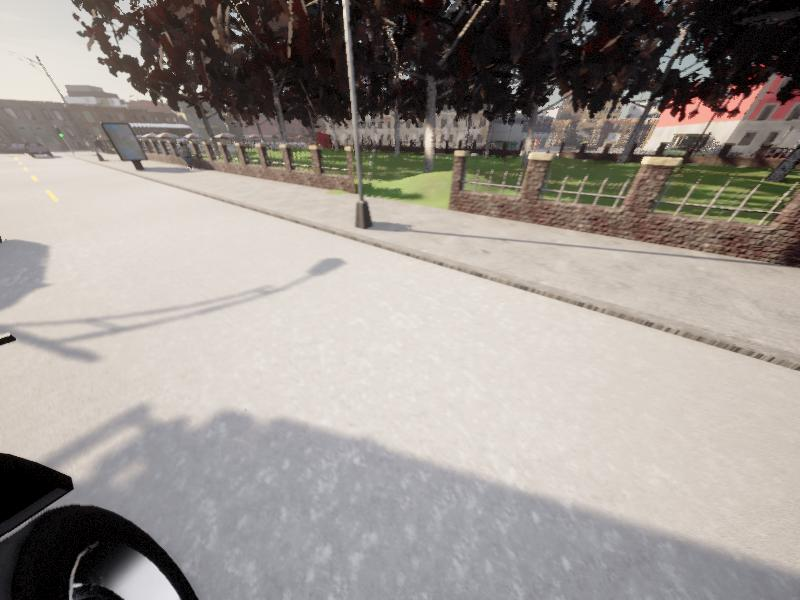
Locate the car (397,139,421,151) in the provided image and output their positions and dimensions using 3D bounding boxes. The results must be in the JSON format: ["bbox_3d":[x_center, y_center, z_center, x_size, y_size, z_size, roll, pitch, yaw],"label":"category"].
[{"bbox_3d":[1.774,-31.561,47.046,4.605,1.855,1.932,22,40,28],"label":"car"}]

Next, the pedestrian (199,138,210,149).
[{"bbox_3d":[-38.022,-30.440,44.888,0.751,1.860,0.751,7,36,9],"label":"pedestrian"}]

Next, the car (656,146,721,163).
[{"bbox_3d":[35.002,-17.893,28.268,4.514,1.525,2.007,22,41,28],"label":"car"}]

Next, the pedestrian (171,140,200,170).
[{"bbox_3d":[-16.090,-10.868,17.334,0.751,1.860,0.751,22,41,28],"label":"pedestrian"}]

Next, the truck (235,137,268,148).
[{"bbox_3d":[-37.437,-39.753,58.319,2.390,2.098,6.274,22,41,28],"label":"truck"}]

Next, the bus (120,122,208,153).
[{"bbox_3d":[-44.384,-30.953,44.075,3.944,4.253,10.273,22,41,28],"label":"bus"}]

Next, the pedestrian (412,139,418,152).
[{"bbox_3d":[2.650,-28.044,41.858,0.751,1.860,0.751,28,44,34],"label":"pedestrian"}]

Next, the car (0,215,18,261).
[{"bbox_3d":[-9.567,-1.142,4.116,4.514,1.525,2.007,28,43,33],"label":"car"}]

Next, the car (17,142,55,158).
[{"bbox_3d":[-45.032,-18.649,28.617,3.633,1.501,1.845,22,41,28],"label":"car"}]

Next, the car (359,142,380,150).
[{"bbox_3d":[-7.528,-37.802,56.552,4.902,1.511,2.128,22,41,28],"label":"car"}]

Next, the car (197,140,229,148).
[{"bbox_3d":[-42.431,-35.511,52.541,1.882,1.535,5.008,22,41,28],"label":"car"}]

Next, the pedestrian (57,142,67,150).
[{"bbox_3d":[-57.848,-26.334,39.548,0.500,1.100,0.500,30,45,35],"label":"pedestrian"}]

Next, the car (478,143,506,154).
[{"bbox_3d":[15.659,-25.751,39.279,3.806,1.475,1.970,22,41,28],"label":"car"}]

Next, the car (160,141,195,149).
[{"bbox_3d":[-46.259,-32.251,48.094,1.895,1.301,4.718,22,41,28],"label":"car"}]

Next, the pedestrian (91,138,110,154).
[{"bbox_3d":[-40.160,-20.654,30.979,0.751,1.860,0.751,21,40,26],"label":"pedestrian"}]

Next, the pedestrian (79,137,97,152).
[{"bbox_3d":[-47.560,-23.701,35.232,0.751,1.860,0.751,23,41,28],"label":"pedestrian"}]

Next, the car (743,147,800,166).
[{"bbox_3d":[40.894,-15.502,24.908,3.705,1.549,1.789,22,41,28],"label":"car"}]

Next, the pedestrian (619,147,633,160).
[{"bbox_3d":[27.264,-17.675,27.863,0.751,1.300,0.751,22,41,28],"label":"pedestrian"}]

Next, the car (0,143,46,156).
[{"bbox_3d":[-54.728,-21.659,33.246,4.674,1.442,1.812,5,35,6],"label":"car"}]
